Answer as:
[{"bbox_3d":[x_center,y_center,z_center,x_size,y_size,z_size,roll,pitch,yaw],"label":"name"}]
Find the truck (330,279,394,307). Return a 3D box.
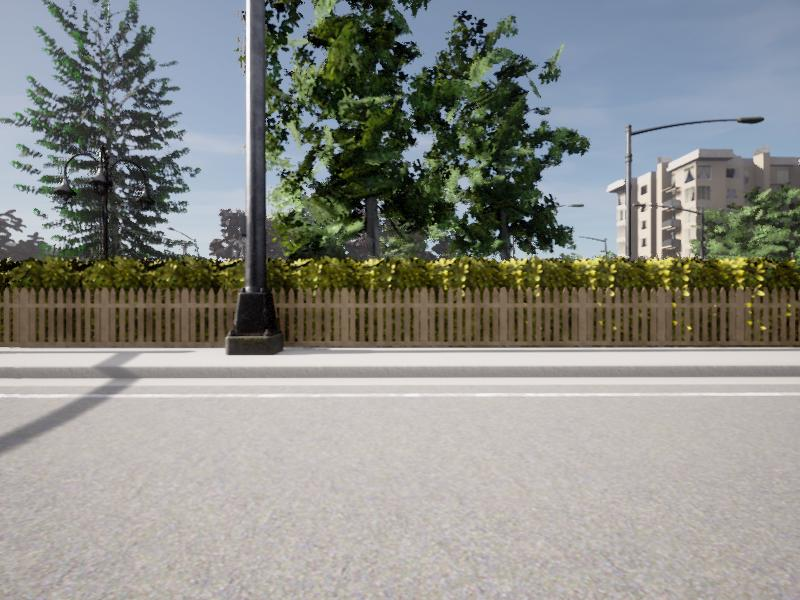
[{"bbox_3d":[-5.134,-0.917,54.734,8.468,3.827,2.891,0,0,0],"label":"truck"}]

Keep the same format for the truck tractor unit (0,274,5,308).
[{"bbox_3d":[-50.153,-1.105,46.010,3.053,4.208,6.516,0,-1,-1],"label":"truck tractor unit"}]

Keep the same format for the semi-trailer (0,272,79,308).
[{"bbox_3d":[-50.270,-1.197,53.919,2.717,4.402,14.254,0,0,-1],"label":"semi-trailer"}]

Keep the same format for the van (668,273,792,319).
[{"bbox_3d":[19.696,-0.228,24.462,2.351,2.431,6.366,0,0,0],"label":"van"}]
